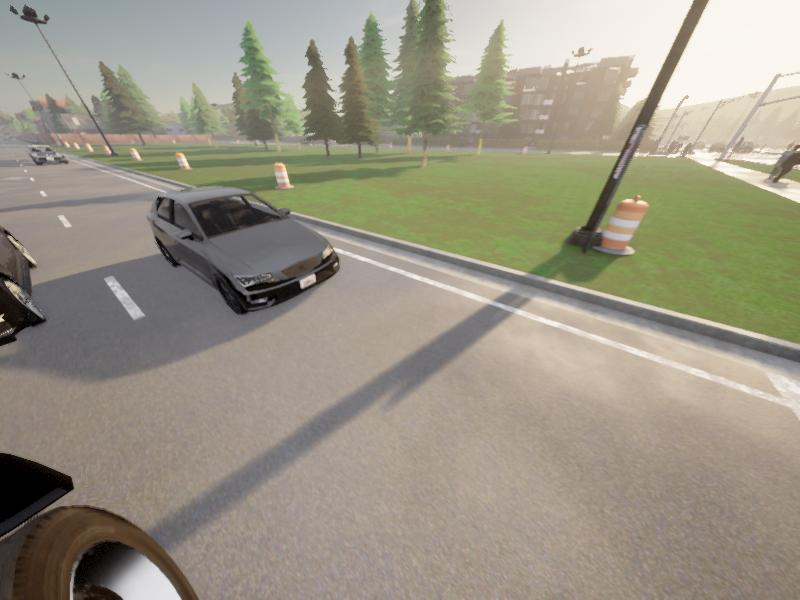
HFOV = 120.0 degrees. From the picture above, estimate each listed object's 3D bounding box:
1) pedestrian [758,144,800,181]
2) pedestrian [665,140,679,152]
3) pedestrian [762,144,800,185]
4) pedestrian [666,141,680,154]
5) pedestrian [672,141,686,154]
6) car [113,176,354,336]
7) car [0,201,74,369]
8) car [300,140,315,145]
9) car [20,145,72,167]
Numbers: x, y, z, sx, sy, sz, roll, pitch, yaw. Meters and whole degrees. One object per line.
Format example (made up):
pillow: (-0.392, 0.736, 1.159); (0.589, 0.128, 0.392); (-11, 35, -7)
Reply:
pedestrian: (23.343, -8.371, 14.051); (0.751, 1.860, 0.751); (26, 43, 32)
pedestrian: (51.408, -29.102, 43.682); (0.751, 1.860, 0.751); (-12, 37, -16)
pedestrian: (21.715, -7.548, 12.870); (0.751, 1.860, 0.751); (27, 43, 32)
pedestrian: (48.288, -26.939, 40.855); (0.751, 1.860, 0.751); (27, 43, 33)
pedestrian: (49.169, -26.863, 40.753); (0.751, 1.860, 0.751); (26, 42, 31)
car: (-3.109, -1.229, 4.348); (4.193, 1.474, 1.816); (22, 41, 28)
car: (-6.969, -0.419, 3.136); (4.902, 1.511, 2.128); (23, 41, 29)
car: (-29.942, -50.685, 74.428); (4.718, 1.301, 1.895); (22, 41, 28)
car: (-32.524, -13.299, 21.228); (3.806, 1.475, 1.970); (22, 41, 28)
